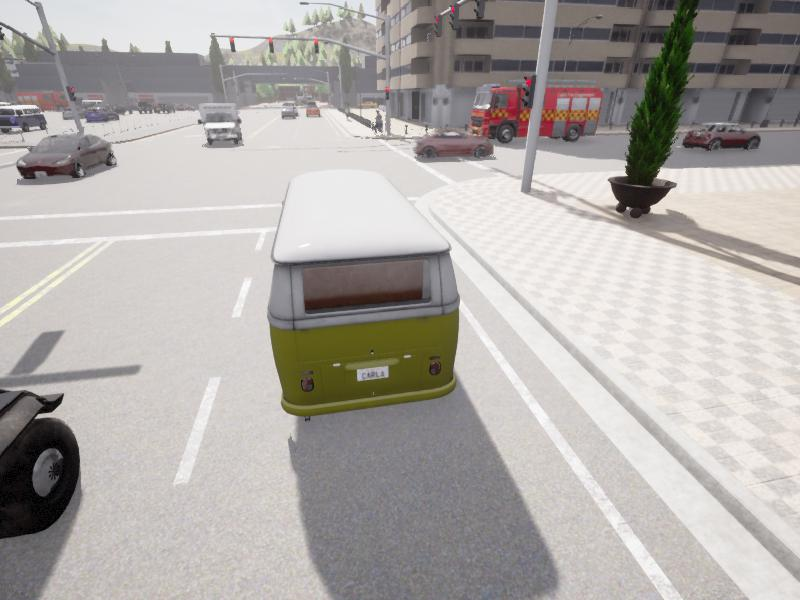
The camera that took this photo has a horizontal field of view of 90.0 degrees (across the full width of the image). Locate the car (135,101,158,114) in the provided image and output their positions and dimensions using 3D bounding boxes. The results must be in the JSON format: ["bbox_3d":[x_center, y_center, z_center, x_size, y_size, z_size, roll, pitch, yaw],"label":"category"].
[{"bbox_3d":[-42.792,-32.560,67.625,1.905,1.878,3.866,-5,28,-10],"label":"car"}]

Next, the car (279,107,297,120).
[{"bbox_3d":[-15.728,-26.325,56.317,2.033,1.411,5.357,-6,28,-11],"label":"car"}]

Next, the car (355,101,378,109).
[{"bbox_3d":[-8.015,-47.073,96.498,5.366,1.575,1.801,-5,28,-10],"label":"car"}]

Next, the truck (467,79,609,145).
[{"bbox_3d":[9.342,-13.070,27.713,8.468,3.827,2.891,-5,28,-10],"label":"truck"}]

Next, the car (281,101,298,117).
[{"bbox_3d":[-17.252,-30.009,62.779,2.150,2.045,5.566,-5,28,-10],"label":"car"}]

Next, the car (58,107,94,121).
[{"bbox_3d":[-42.050,-24.273,52.028,1.970,1.475,3.806,-5,28,-10],"label":"car"}]

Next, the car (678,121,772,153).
[{"bbox_3d":[19.118,-9.661,23.633,3.806,1.475,1.970,-5,28,-10],"label":"car"}]

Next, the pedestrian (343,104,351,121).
[{"bbox_3d":[-6.453,-22.796,48.541,0.751,1.860,0.751,-5,28,-10],"label":"pedestrian"}]

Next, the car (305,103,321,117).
[{"bbox_3d":[-13.289,-28.992,61.070,2.097,1.767,4.553,-5,28,-10],"label":"car"}]

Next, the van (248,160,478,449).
[{"bbox_3d":[-0.682,-0.529,5.468,1.775,1.987,4.442,-5,28,-10],"label":"van"}]

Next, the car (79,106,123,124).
[{"bbox_3d":[-35.280,-21.955,47.351,2.242,1.667,4.611,-5,28,-10],"label":"car"}]

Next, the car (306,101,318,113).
[{"bbox_3d":[-16.078,-35.346,73.343,1.905,1.878,3.866,-5,28,-10],"label":"car"}]

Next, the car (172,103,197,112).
[{"bbox_3d":[-43.397,-38.801,80.633,3.806,1.475,1.970,-5,28,-10],"label":"car"}]

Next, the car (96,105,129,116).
[{"bbox_3d":[-44.204,-29.221,61.643,2.033,1.415,5.357,-5,28,-10],"label":"car"}]

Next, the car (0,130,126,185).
[{"bbox_3d":[-13.974,-6.166,16.939,2.163,1.488,4.792,-5,28,-10],"label":"car"}]

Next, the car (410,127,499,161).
[{"bbox_3d":[2.744,-8.170,20.887,4.181,1.385,1.994,-3,28,-6],"label":"car"}]

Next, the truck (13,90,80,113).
[{"bbox_3d":[-67.353,-37.974,76.396,8.468,3.827,2.891,-5,28,-9],"label":"truck"}]

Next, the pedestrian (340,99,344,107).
[{"bbox_3d":[-14.244,-48.342,98.244,0.751,1.860,0.751,24,36,38],"label":"pedestrian"}]

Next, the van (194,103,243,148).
[{"bbox_3d":[-12.318,-12.148,27.567,2.351,2.431,6.366,-10,28,-18],"label":"van"}]

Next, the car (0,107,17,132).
[{"bbox_3d":[-35.166,-15.071,33.589,1.932,1.855,4.605,-5,28,-10],"label":"car"}]

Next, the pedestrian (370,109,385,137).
[{"bbox_3d":[-1.650,-13.280,29.961,0.751,1.860,0.751,21,34,35],"label":"pedestrian"}]

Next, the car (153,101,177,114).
[{"bbox_3d":[-39.942,-32.797,68.076,1.932,1.855,4.605,-5,28,-10],"label":"car"}]

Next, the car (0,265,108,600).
[{"bbox_3d":[-3.362,1.529,1.572,1.905,1.878,3.866,-5,28,-10],"label":"car"}]

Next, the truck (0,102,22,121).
[{"bbox_3d":[-50.558,-23.780,50.348,2.069,2.038,4.478,-5,28,-10],"label":"truck"}]

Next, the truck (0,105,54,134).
[{"bbox_3d":[-32.340,-15.446,34.106,2.069,2.038,4.478,-5,28,-10],"label":"truck"}]
